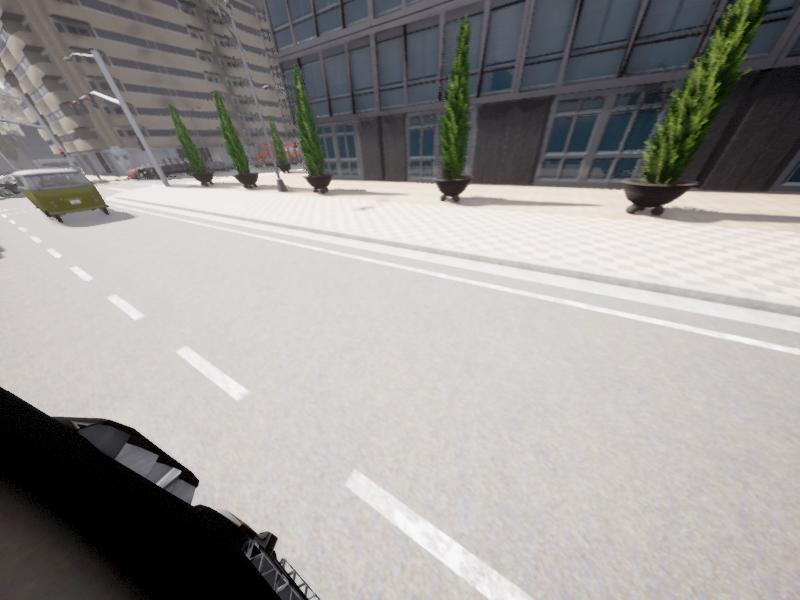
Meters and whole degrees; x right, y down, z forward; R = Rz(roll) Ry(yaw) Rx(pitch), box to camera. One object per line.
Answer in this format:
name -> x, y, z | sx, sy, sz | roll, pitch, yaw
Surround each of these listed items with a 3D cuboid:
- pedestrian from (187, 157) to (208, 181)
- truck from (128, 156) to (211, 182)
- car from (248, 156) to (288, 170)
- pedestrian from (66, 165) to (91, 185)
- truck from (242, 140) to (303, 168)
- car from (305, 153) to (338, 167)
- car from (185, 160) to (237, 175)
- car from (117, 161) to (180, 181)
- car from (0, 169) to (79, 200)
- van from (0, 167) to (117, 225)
pedestrian -> -18.758, -12.163, 21.460 | 0.751, 1.860, 0.751 | -26, 40, -30
truck -> -27.008, -15.693, 27.472 | 2.390, 2.098, 6.274 | 16, 38, 26
car -> -20.703, -21.716, 36.523 | 1.882, 1.535, 5.008 | 16, 39, 26
pedestrian -> -35.537, -13.857, 25.548 | 0.751, 1.860, 0.751 | 17, 38, 26
truck -> -21.756, -25.516, 40.229 | 2.891, 3.827, 8.468 | 16, 38, 26
car -> -12.345, -22.215, 36.649 | 2.007, 1.525, 4.514 | 16, 38, 26
car -> -27.087, -19.221, 33.396 | 2.033, 1.411, 5.357 | 16, 38, 26
car -> -30.691, -15.936, 28.390 | 2.097, 1.767, 4.553 | 18, 39, 28
car -> -30.933, -9.422, 18.839 | 1.930, 1.638, 5.238 | 2, 34, 8
van -> -15.869, -4.965, 10.764 | 4.442, 1.987, 1.775 | 16, 38, 26
